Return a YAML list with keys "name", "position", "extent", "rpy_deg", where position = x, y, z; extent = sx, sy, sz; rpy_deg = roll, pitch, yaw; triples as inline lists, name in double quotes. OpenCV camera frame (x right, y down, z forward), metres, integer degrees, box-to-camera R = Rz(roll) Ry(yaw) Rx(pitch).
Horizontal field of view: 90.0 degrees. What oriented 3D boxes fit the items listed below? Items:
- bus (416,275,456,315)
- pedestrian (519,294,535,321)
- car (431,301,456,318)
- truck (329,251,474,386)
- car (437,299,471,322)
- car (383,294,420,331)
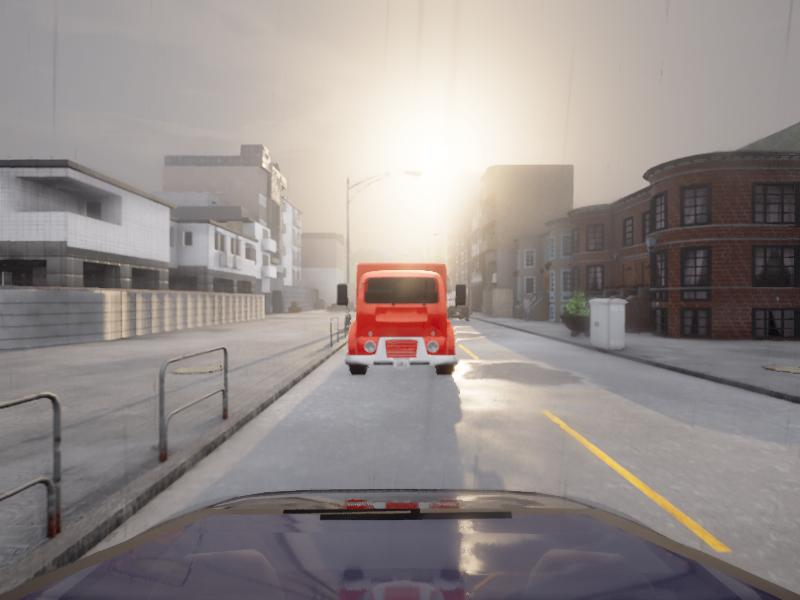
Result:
- name: "bus"
  position: [4.030, -0.538, 47.992]
  extent: [3.944, 4.253, 10.273]
  rpy_deg: [0, 0, 0]
- name: "pedestrian"
  position: [8.881, 0.531, 27.952]
  extent: [0.751, 1.860, 0.751]
  rpy_deg: [0, 0, -20]
- name: "car"
  position: [4.121, 0.819, 38.721]
  extent: [1.882, 1.535, 5.008]
  rpy_deg: [0, 0, 0]
- name: "truck"
  position: [0.033, 0.366, 9.894]
  extent: [2.627, 2.467, 5.204]
  rpy_deg: [0, -1, 0]
- name: "car"
  position: [4.098, 0.768, 31.142]
  extent: [1.930, 1.638, 5.238]
  rpy_deg: [0, 0, 0]
- name: "car"
  position: [0.071, 0.643, 22.312]
  extent: [1.905, 1.878, 3.866]
  rpy_deg: [0, 0, 0]
